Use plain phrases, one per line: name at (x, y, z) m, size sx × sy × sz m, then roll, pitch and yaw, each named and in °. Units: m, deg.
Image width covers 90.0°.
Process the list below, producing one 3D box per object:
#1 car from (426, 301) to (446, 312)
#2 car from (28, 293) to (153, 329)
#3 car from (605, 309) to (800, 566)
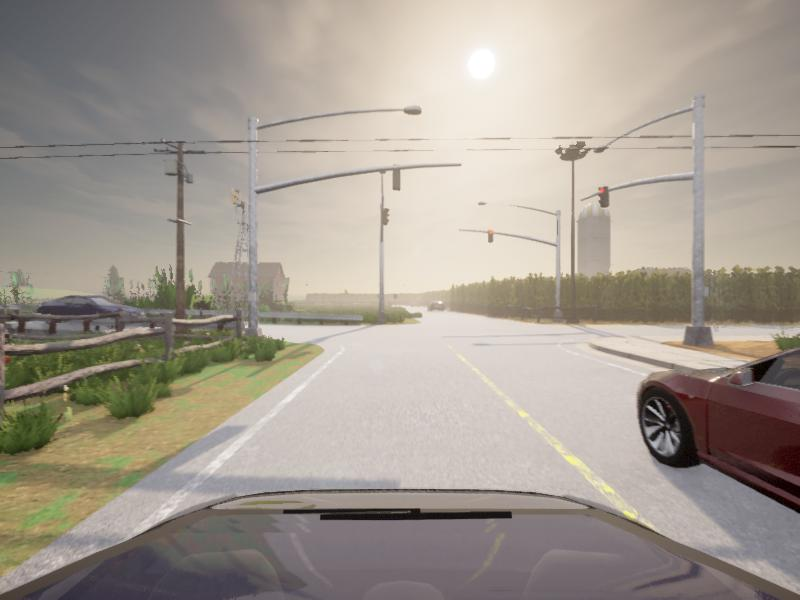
car at (5.173, 0.863, 57.629) m, size 2.163 × 1.488 × 4.792 m, roll 0°, pitch 0°, yaw -3°
car at (-14.887, 0.504, 19.391) m, size 4.674 × 1.442 × 1.812 m, roll 3°, pitch 0°, yaw 3°
car at (3.475, 0.850, 2.271) m, size 2.163 × 1.488 × 4.792 m, roll 0°, pitch 0°, yaw 0°
